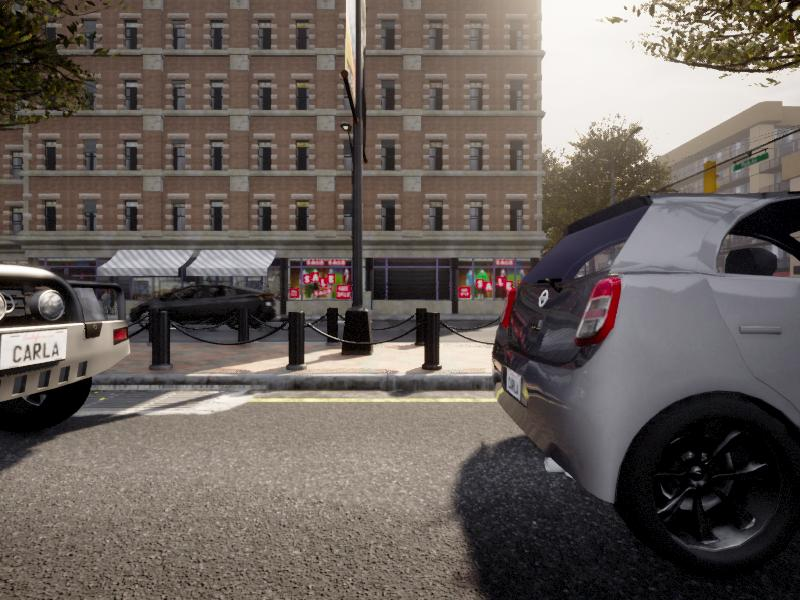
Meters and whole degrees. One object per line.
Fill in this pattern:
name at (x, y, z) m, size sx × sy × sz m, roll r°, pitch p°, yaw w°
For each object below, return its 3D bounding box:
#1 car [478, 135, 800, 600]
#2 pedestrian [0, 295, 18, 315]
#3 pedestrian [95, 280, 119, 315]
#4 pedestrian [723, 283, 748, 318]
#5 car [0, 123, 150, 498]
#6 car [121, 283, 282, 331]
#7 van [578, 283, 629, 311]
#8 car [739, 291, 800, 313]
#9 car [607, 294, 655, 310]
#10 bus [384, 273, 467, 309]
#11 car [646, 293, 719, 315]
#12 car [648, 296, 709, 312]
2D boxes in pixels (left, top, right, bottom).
car at (2.425, 0.226, 2.192) m, size 3.633 × 1.501 × 1.845 m, roll 0°, pitch 0°, yaw 0°
pedestrian at (-22.180, 0.268, 22.687) m, size 0.500 × 1.100 × 0.500 m, roll 0°, pitch 0°, yaw 0°
pedestrian at (-15.833, -0.113, 21.604) m, size 0.751 × 1.860 × 0.751 m, roll 0°, pitch 0°, yaw -3°
pedestrian at (18.093, 0.035, 21.579) m, size 0.751 × 1.860 × 0.751 m, roll 0°, pitch 0°, yaw 6°
car at (-4.281, 0.053, 2.201) m, size 4.605 × 1.855 × 1.932 m, roll 0°, pitch 0°, yaw 0°
car at (-6.603, 0.229, 13.690) m, size 4.514 × 1.525 × 2.007 m, roll 0°, pitch 0°, yaw 0°
van at (20.158, -0.281, 39.984) m, size 1.988 × 2.561 × 5.915 m, roll 0°, pitch 0°, yaw 0°
car at (30.703, 0.152, 32.614) m, size 2.242 × 1.667 × 4.611 m, roll 0°, pitch 0°, yaw 0°
car at (23.652, 0.198, 41.198) m, size 1.801 × 1.575 × 5.366 m, roll 0°, pitch 0°, yaw 0°
bus at (3.249, -1.146, 51.884) m, size 10.273 × 4.253 × 3.944 m, roll 1°, pitch 0°, yaw 1°
car at (20.190, 0.239, 28.932) m, size 1.837 × 1.490 × 4.892 m, roll 0°, pitch 1°, yaw 0°
car at (23.693, 0.341, 34.300) m, size 1.895 × 1.301 × 4.718 m, roll 0°, pitch 0°, yaw 0°
